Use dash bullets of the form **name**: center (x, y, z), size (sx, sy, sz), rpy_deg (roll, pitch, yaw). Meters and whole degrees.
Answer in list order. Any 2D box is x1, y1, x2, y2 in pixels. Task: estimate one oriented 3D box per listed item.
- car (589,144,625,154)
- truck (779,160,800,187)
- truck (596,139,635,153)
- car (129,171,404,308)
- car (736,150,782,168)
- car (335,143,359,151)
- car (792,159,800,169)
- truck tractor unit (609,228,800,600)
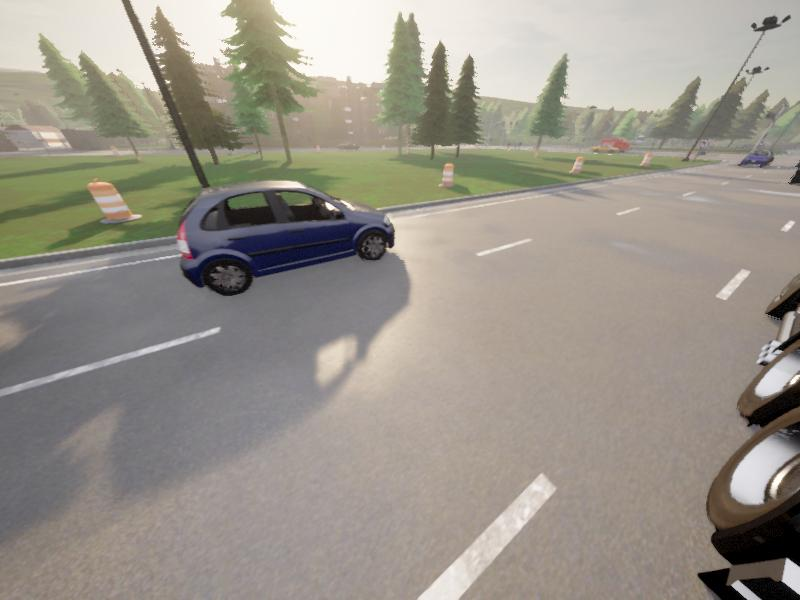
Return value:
- **car**: center (44.549, -32.725, 49.930), size (1.801, 1.575, 5.366), rpy_deg (-18, 39, -25)
- **truck**: center (27.644, -8.170, 14.138), size (6.274, 2.098, 2.390), rpy_deg (-11, 37, -16)
- **truck**: center (47.564, -34.112, 51.135), size (2.627, 2.467, 5.204), rpy_deg (-18, 39, -25)
- **car**: center (-2.103, -1.563, 4.793), size (3.988, 1.617, 1.851), rpy_deg (-19, 39, -25)
- **car**: center (39.468, -15.564, 25.388), size (4.193, 1.474, 1.816), rpy_deg (-19, 39, -25)
- **car**: center (-11.897, -34.512, 52.086), size (4.718, 1.301, 1.895), rpy_deg (-19, 39, -25)
- **car**: center (42.997, -14.405, 23.796), size (4.674, 1.442, 1.812), rpy_deg (-19, 39, -25)
- **truck tractor unit**: center (5.047, -0.361, 0.864), size (6.516, 4.208, 3.053), rpy_deg (-21, 40, -27)
